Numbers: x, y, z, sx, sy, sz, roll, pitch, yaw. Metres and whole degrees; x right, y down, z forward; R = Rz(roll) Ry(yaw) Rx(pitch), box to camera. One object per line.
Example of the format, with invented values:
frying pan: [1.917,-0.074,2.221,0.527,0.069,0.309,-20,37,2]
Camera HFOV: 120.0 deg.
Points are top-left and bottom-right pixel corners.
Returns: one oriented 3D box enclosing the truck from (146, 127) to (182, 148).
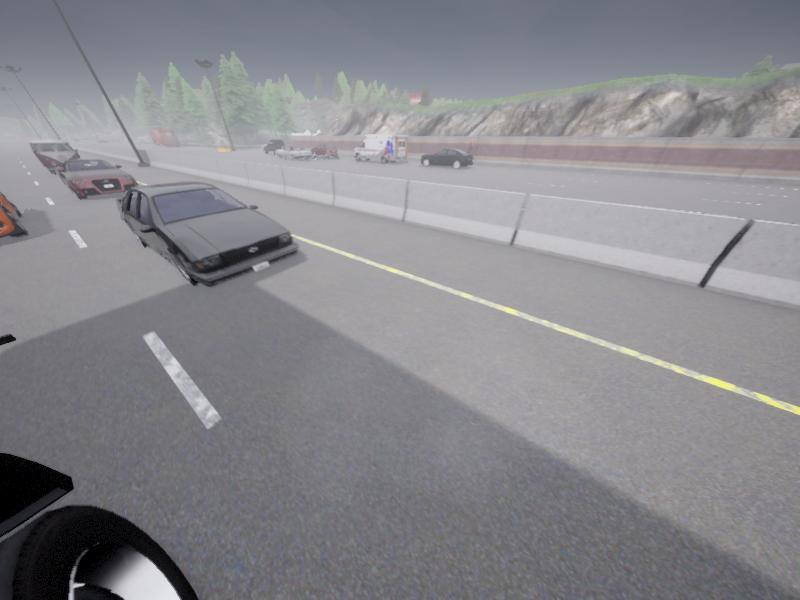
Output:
truck: [-57.172,-39.382,55.959,8.468,3.827,2.891,22,41,28]

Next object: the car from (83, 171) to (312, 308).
car: [-4.697,-1.831,5.260,5.357,1.411,2.033,22,41,28]

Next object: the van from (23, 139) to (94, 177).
van: [-23.972,-10.056,16.230,4.442,1.987,1.775,23,41,28]

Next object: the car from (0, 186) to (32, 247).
car: [-11.898,-2.503,5.796,4.553,1.767,2.097,22,41,28]

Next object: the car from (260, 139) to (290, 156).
car: [-18.481,-22.574,34.154,3.866,1.878,1.905,23,41,28]

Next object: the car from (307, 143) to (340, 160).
car: [-9.563,-18.741,29.097,3.705,1.549,1.789,23,41,28]

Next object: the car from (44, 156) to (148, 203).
car: [-13.991,-5.667,10.637,4.181,1.385,1.994,22,41,28]

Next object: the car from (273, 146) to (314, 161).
car: [-12.705,-17.467,27.475,4.718,1.301,1.895,23,41,28]

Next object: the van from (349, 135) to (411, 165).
van: [-2.144,-16.030,24.558,6.366,2.431,2.351,23,41,28]

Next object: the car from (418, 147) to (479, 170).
car: [4.323,-12.989,21.075,5.008,1.535,1.882,23,41,28]
